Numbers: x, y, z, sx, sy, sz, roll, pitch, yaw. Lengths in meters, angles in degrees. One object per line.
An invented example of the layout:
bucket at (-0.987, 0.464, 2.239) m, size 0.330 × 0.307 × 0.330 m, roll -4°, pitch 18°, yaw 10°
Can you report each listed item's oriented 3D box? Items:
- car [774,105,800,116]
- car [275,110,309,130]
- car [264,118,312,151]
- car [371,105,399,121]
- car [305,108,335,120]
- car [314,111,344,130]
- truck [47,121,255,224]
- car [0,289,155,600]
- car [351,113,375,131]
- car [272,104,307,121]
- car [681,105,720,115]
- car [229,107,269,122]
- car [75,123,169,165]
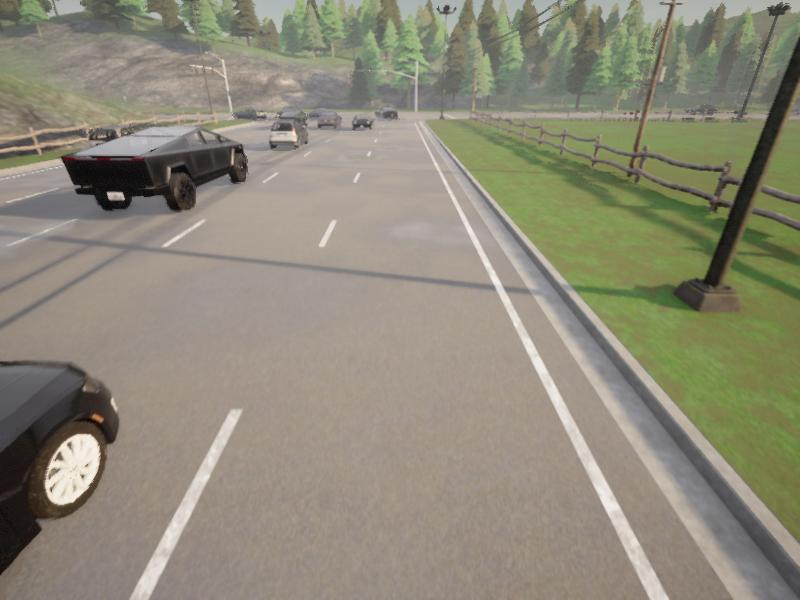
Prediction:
car at (64.255, -30.641, 64.799) m, size 4.902 × 1.511 × 2.128 m, roll 0°, pitch 27°, yaw 1°
car at (-10.509, -17.727, 39.352) m, size 1.882 × 1.535 × 5.008 m, roll 0°, pitch 27°, yaw 0°
car at (-7.005, -10.598, 25.431) m, size 1.851 × 1.617 × 3.988 m, roll 0°, pitch 27°, yaw 0°
car at (-2.020, -25.034, 53.469) m, size 1.930 × 1.638 × 5.238 m, roll -10°, pitch 29°, yaw -21°
car at (-10.651, -24.845, 53.373) m, size 1.994 × 1.385 × 4.181 m, roll -21°, pitch 34°, yaw -36°
car at (-7.009, -17.957, 39.968) m, size 2.033 × 1.411 × 5.357 m, roll 0°, pitch 27°, yaw 0°
truck at (-7.119, -4.365, 12.777) m, size 2.390 × 2.098 × 6.274 m, roll 1°, pitch 27°, yaw 2°
car at (-3.503, 1.677, 1.705) m, size 1.837 × 1.490 × 4.892 m, roll 0°, pitch 27°, yaw 0°
car at (-3.510, -17.321, 38.851) m, size 1.895 × 1.301 × 4.718 m, roll 0°, pitch 27°, yaw 0°
car at (-14.345, -24.303, 51.840) m, size 2.097 × 1.767 × 4.553 m, roll -24°, pitch 36°, yaw -38°
car at (51.069, -32.354, 68.020) m, size 4.892 × 1.490 × 1.837 m, roll 0°, pitch 27°, yaw 1°
car at (-19.103, -23.544, 50.646) m, size 4.514 × 1.525 × 2.007 m, roll 15°, pitch 30°, yaw 26°
car at (-14.004, -8.090, 20.534) m, size 1.851 × 1.617 × 3.988 m, roll 0°, pitch 27°, yaw 0°
